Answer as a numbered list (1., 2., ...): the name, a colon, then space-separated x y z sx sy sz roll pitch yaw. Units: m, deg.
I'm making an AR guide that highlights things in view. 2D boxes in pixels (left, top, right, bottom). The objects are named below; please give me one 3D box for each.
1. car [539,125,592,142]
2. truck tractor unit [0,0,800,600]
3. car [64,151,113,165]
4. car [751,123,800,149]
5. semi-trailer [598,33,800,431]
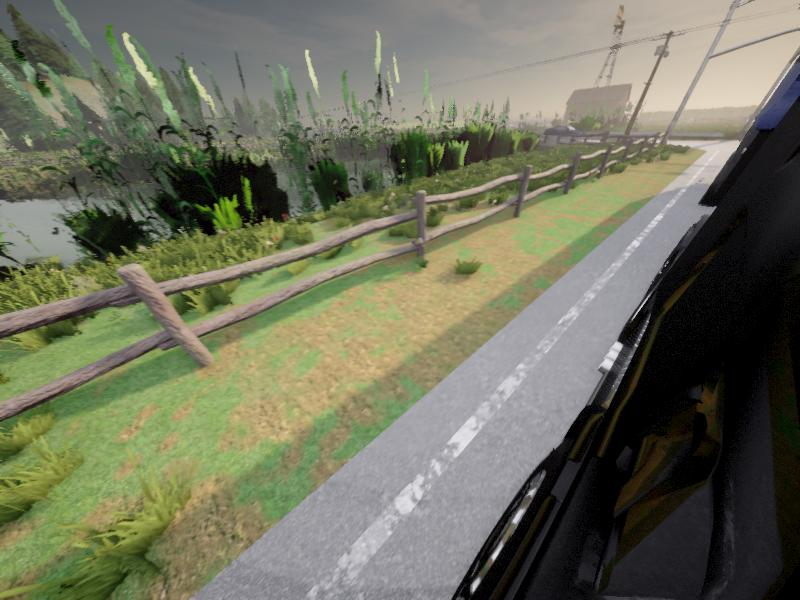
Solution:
1. car: 19.654 -20.001 27.627 1.812 1.442 4.674 -26 45 -28
2. truck tractor unit: 2.645 -0.295 0.351 6.516 4.208 3.053 -28 44 -30
3. car: -48.376 -22.186 36.017 4.181 1.385 1.994 -29 43 -31
4. car: 29.626 -12.015 16.836 4.181 1.385 1.994 0 36 4
5. semi-trailer: 8.714 -3.585 4.226 14.254 4.402 2.717 -28 43 -30
